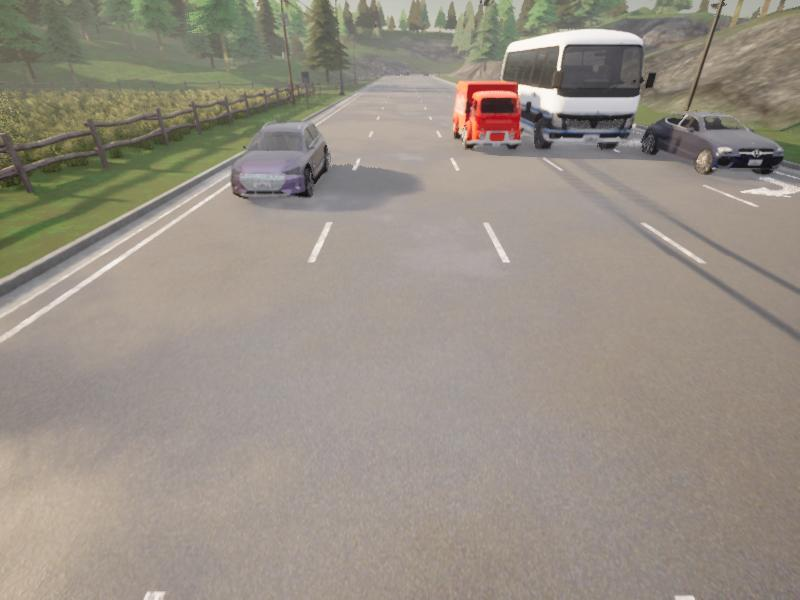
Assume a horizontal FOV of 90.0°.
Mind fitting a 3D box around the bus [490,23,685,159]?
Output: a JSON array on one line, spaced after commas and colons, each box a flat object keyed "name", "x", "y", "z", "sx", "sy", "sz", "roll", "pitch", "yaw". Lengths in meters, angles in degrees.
[{"name": "bus", "x": 7.363, "y": -9.815, "z": 18.582, "sx": 3.944, "sy": 4.253, "sz": 10.273, "roll": 0, "pitch": 30, "yaw": 0}]

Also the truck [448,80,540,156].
[{"name": "truck", "x": 3.729, "y": -8.021, "z": 17.279, "sx": 2.627, "sy": 2.467, "sz": 5.204, "roll": 0, "pitch": 30, "yaw": 0}]

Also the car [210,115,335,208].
[{"name": "car", "x": -3.310, "y": -4.229, "z": 11.623, "sx": 2.033, "sy": 1.649, "sz": 4.856, "roll": 0, "pitch": 30, "yaw": 0}]

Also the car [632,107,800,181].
[{"name": "car", "x": 10.708, "y": -5.650, "z": 14.066, "sx": 2.152, "sy": 1.651, "sz": 5.027, "roll": 0, "pitch": 30, "yaw": 0}]
